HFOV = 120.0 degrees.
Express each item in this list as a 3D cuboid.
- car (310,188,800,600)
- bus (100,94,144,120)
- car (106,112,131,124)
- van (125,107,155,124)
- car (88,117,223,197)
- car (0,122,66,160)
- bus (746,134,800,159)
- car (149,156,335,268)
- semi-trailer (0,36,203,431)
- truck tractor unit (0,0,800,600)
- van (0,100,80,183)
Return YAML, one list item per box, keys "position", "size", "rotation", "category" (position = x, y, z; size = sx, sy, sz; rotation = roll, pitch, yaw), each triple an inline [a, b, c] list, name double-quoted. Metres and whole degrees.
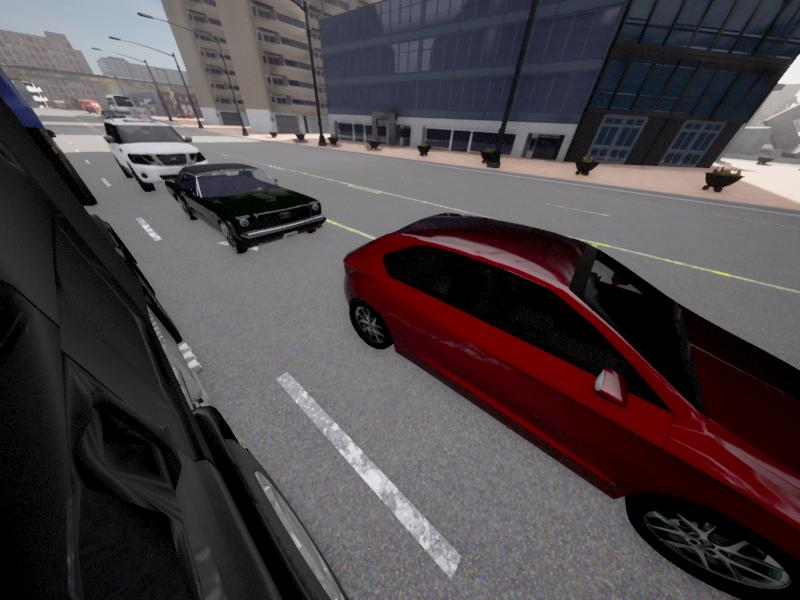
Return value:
- position: [1.278, 0.188, 2.242]
  size: [4.193, 1.474, 1.816]
  rotation: [28, 44, 30]
  category: "car"
- position: [-65.574, -45.460, 54.398]
  size: [10.273, 4.253, 3.944]
  rotation: [29, 44, 29]
  category: "bus"
- position: [-55.242, -35.767, 45.369]
  size: [4.902, 1.511, 2.128]
  rotation: [30, 44, 28]
  category: "car"
- position: [-53.617, -38.068, 47.667]
  size: [6.366, 2.431, 2.351]
  rotation: [30, 44, 28]
  category: "van"
- position: [-9.755, -5.871, 9.178]
  size: [5.566, 2.045, 2.150]
  rotation: [28, 44, 30]
  category: "car"
- position: [-22.274, -9.519, 13.728]
  size: [4.902, 1.511, 2.128]
  rotation: [28, 44, 30]
  category: "car"
- position: [89.205, -35.102, 52.937]
  size: [3.944, 4.253, 10.273]
  rotation: [-25, 46, -32]
  category: "bus"
- position: [-3.915, -2.476, 5.626]
  size: [4.718, 1.301, 1.895]
  rotation: [28, 44, 30]
  category: "car"
- position: [-8.755, -3.564, 4.173]
  size: [14.254, 4.402, 2.717]
  rotation: [27, 43, 29]
  category: "semi-trailer"
- position: [-2.645, -0.295, 0.351]
  size: [6.516, 4.208, 3.053]
  rotation: [28, 44, 30]
  category: "truck tractor unit"
- position: [-16.569, -6.877, 9.796]
  size: [6.366, 2.431, 2.351]
  rotation: [28, 44, 30]
  category: "van"
